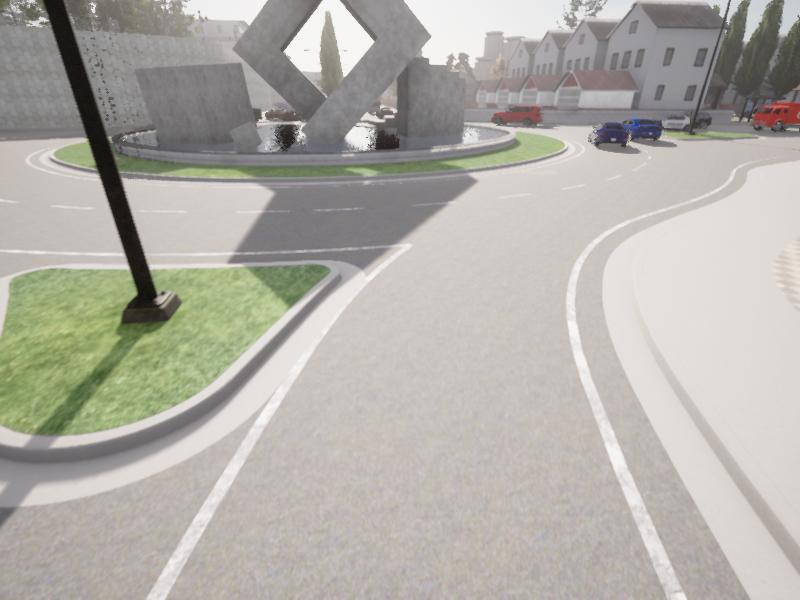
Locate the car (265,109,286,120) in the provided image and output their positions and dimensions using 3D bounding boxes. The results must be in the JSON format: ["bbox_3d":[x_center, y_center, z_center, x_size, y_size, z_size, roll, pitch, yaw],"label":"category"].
[{"bbox_3d":[-17.669,-26.442,56.909,1.895,1.301,4.718,-2,27,-4],"label":"car"}]

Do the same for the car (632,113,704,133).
[{"bbox_3d":[24.844,-16.522,37.244,4.974,1.542,2.038,2,27,5],"label":"car"}]

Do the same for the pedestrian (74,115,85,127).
[{"bbox_3d":[-32.875,-18.417,41.074,0.500,1.100,0.500,-14,30,-25],"label":"pedestrian"}]

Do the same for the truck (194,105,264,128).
[{"bbox_3d":[-18.495,-20.075,43.591,6.274,2.098,2.390,-20,33,-33],"label":"truck"}]

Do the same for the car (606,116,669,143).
[{"bbox_3d":[17.778,-12.970,30.303,1.882,1.535,5.008,1,27,2],"label":"car"}]

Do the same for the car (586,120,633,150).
[{"bbox_3d":[14.012,-11.223,26.996,1.812,1.442,4.674,7,28,14],"label":"car"}]

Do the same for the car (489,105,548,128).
[{"bbox_3d":[12.943,-20.199,43.868,5.566,2.045,2.150,18,33,32],"label":"car"}]

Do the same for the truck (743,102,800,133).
[{"bbox_3d":[35.670,-16.882,36.937,5.204,2.467,2.627,-2,27,-5],"label":"truck"}]

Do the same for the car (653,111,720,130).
[{"bbox_3d":[28.560,-18.025,40.071,4.856,1.649,2.033,1,27,1],"label":"car"}]

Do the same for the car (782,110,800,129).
[{"bbox_3d":[42.747,-18.513,41.000,5.238,1.638,1.930,-4,27,-7],"label":"car"}]

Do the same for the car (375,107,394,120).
[{"bbox_3d":[-2.239,-26.979,57.750,1.816,1.474,4.193,-7,28,-13],"label":"car"}]

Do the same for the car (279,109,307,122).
[{"bbox_3d":[-13.821,-23.986,52.029,1.994,1.385,4.181,4,27,7],"label":"car"}]
